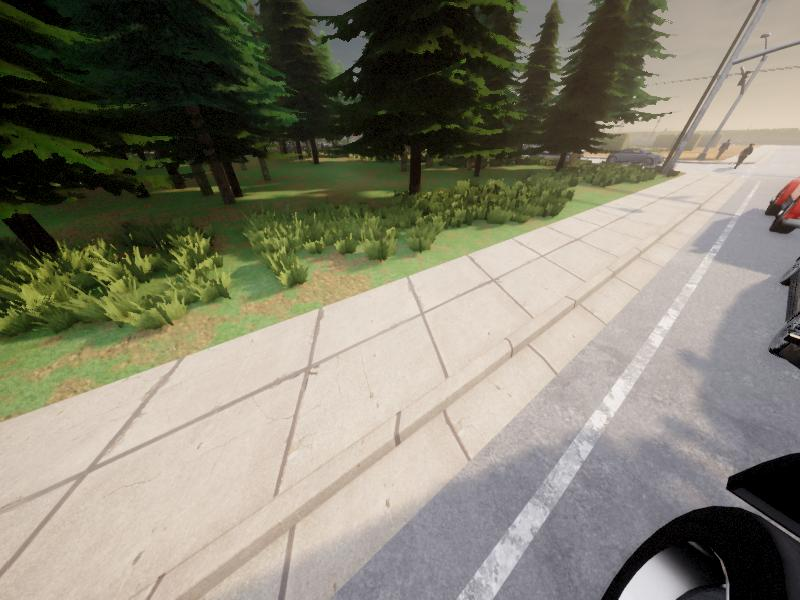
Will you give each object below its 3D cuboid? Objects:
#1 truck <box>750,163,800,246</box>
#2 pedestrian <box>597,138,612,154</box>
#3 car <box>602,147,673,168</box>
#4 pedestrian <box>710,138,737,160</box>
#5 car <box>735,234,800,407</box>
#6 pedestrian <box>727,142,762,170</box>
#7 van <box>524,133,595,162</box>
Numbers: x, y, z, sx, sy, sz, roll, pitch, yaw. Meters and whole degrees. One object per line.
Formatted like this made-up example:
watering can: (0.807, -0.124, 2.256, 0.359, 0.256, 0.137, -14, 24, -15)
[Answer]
truck: (12.429, -3.013, 5.960, 5.204, 2.467, 2.627, -23, 41, -28)
pedestrian: (29.970, -22.590, 33.857, 0.751, 1.860, 0.751, -8, 36, -11)
car: (22.404, -13.636, 21.978, 1.994, 1.385, 4.181, -22, 41, -28)
pedestrian: (33.564, -15.656, 23.999, 0.751, 1.860, 0.751, 22, 41, 28)
car: (6.441, -0.038, 2.633, 4.902, 1.511, 2.128, -22, 41, -28)
pedestrian: (27.475, -11.538, 18.478, 0.751, 1.860, 0.751, -28, 43, -33)
van: (18.096, -17.640, 26.674, 1.988, 2.561, 5.915, -22, 41, -28)
